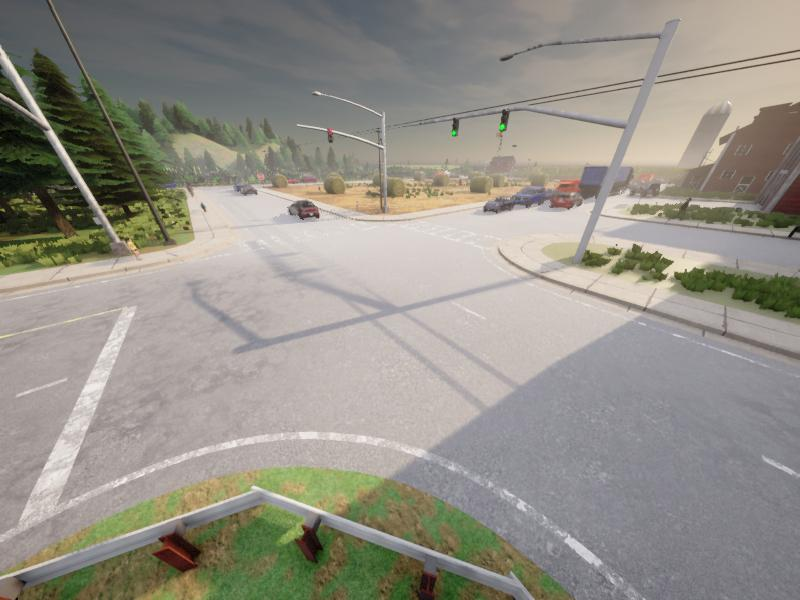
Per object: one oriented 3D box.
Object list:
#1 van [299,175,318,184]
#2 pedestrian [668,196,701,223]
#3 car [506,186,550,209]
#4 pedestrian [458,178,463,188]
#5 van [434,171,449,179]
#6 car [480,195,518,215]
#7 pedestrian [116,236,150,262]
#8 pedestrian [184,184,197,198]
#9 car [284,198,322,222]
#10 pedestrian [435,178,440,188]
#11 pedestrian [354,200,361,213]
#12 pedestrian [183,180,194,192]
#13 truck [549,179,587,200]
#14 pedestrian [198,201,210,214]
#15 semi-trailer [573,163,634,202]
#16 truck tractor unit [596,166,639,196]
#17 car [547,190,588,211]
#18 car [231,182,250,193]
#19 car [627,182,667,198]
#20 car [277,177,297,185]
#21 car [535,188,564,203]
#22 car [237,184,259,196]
[{"bbox_3d":[-26.052,-34.335,65.762,4.442,1.987,1.775,-20,36,-31],"label":"van"},{"bbox_3d":[22.396,-7.149,18.225,0.751,1.860,0.751,-12,32,-19],"label":"pedestrian"},{"bbox_3d":[15.392,-12.350,27.640,5.566,2.045,2.150,-23,37,-34],"label":"car"},{"bbox_3d":[12.975,-25.045,49.454,0.751,1.860,0.751,-1,30,-2],"label":"pedestrian"},{"bbox_3d":[16.715,-50.549,93.292,5.915,2.561,1.988,-21,36,-31],"label":"van"},{"bbox_3d":[10.235,-9.931,23.957,3.633,1.501,1.845,-23,37,-34],"label":"car"},{"bbox_3d":[-12.811,-2.467,11.114,0.500,1.100,0.500,-8,31,-13],"label":"pedestrian"},{"bbox_3d":[-30.678,-15.994,33.837,0.751,1.860,0.751,25,39,37],"label":"pedestrian"},{"bbox_3d":[-9.154,-8.580,21.734,1.816,1.474,4.193,-22,37,-33],"label":"car"},{"bbox_3d":[8.072,-24.968,49.321,0.751,1.860,0.751,-2,30,-3],"label":"pedestrian"},{"bbox_3d":[-4.260,-9.419,23.209,0.500,1.100,0.500,11,32,18],"label":"pedestrian"},{"bbox_3d":[-37.778,-20.288,41.274,0.751,1.860,0.751,-21,36,-31],"label":"pedestrian"},{"bbox_3d":[25.372,-16.811,34.938,5.204,2.467,2.627,-23,37,-34],"label":"truck"},{"bbox_3d":[-19.115,-9.014,22.507,0.500,1.100,0.500,-24,38,-35],"label":"pedestrian"},{"bbox_3d":[30.426,-17.599,34.263,14.254,4.402,2.717,-23,36,-34],"label":"semi-trailer"},{"bbox_3d":[36.475,-20.042,38.755,6.516,4.208,3.053,-23,36,-34],"label":"truck tractor unit"},{"bbox_3d":[19.441,-11.624,26.757,4.611,1.667,2.242,-23,37,-34],"label":"car"},{"bbox_3d":[-30.385,-21.484,44.022,1.882,1.535,5.008,-22,37,-34],"label":"car"},{"bbox_3d":[37.519,-16.849,35.271,1.905,1.878,3.866,-2,28,9],"label":"car"},{"bbox_3d":[-30.701,-32.401,62.873,4.514,1.525,2.007,-20,36,-31],"label":"car"},{"bbox_3d":[20.426,-14.296,31.502,3.705,1.549,1.789,-23,37,-34],"label":"car"},{"bbox_3d":[-25.908,-18.765,39.320,2.038,1.542,4.974,-22,37,-33],"label":"car"}]
